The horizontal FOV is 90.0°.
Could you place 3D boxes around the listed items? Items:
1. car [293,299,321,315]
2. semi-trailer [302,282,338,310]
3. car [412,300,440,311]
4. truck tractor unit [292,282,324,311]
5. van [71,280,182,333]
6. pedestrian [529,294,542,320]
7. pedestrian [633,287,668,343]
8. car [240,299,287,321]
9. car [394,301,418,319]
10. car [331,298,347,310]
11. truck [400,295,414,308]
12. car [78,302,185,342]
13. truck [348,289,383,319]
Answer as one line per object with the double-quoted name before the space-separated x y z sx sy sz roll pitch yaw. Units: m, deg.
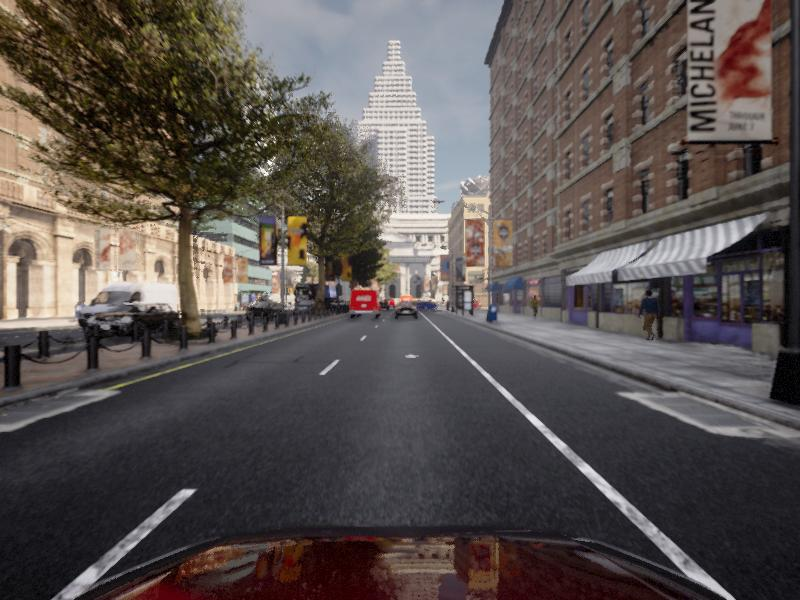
"car" -10.755 0.777 46.474 2.033 1.649 4.856 0 1 1
"semi-trailer" -13.413 -0.612 68.750 2.717 4.402 14.254 0 0 3
"car" 3.989 0.830 60.818 1.882 1.535 5.008 -1 0 35
"truck tractor unit" -13.836 -0.519 60.849 3.053 4.208 6.516 0 0 3
"van" -14.687 0.323 22.055 1.988 2.561 5.915 0 0 1
"pedestrian" 9.833 0.490 29.112 0.751 1.860 0.751 0 0 4
"pedestrian" 8.557 0.488 13.692 0.751 1.860 0.751 0 0 4
"car" -10.998 0.772 32.696 1.930 1.638 5.238 0 0 1
"car" 0.579 0.830 36.941 2.038 1.542 4.974 0 0 1
"car" -10.364 0.657 68.543 1.932 1.855 4.605 0 0 1
"truck" 1.307 0.365 78.314 2.627 2.467 5.204 0 0 1
"car" -11.271 0.853 17.163 1.970 1.475 3.806 0 0 1
"truck" -2.943 0.360 35.719 2.627 2.467 5.204 0 0 1
